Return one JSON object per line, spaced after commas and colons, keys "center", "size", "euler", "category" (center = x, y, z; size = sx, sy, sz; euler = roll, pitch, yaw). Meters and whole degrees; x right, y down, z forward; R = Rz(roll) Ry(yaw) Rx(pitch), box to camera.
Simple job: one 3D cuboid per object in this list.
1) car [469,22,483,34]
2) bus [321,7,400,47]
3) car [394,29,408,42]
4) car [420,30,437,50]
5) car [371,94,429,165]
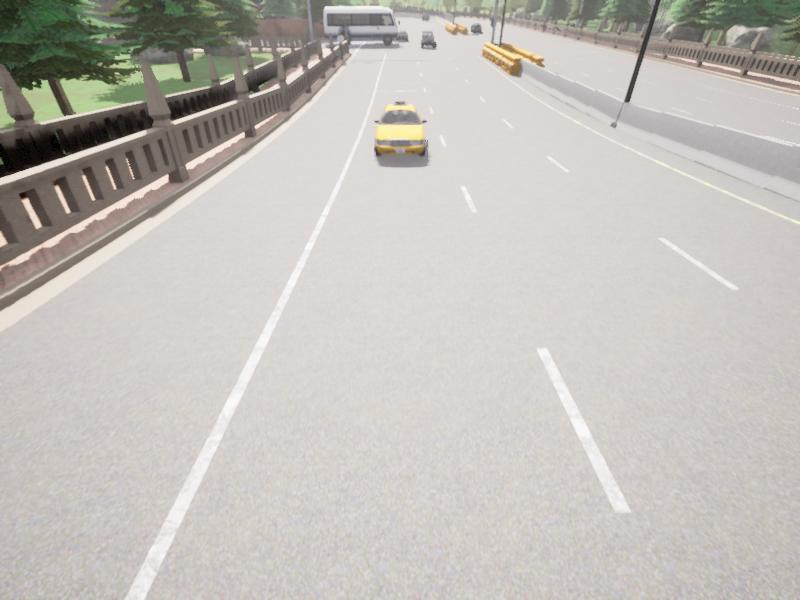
{"center": [14.306, -51.364, 75.561], "size": [1.851, 1.617, 3.988], "euler": [0, 37, 0], "category": "car"}
{"center": [-5.247, -37.468, 54.872], "size": [10.273, 4.253, 3.944], "euler": [-3, 37, -4], "category": "bus"}
{"center": [0.219, -40.452, 61.241], "size": [1.994, 1.385, 4.181], "euler": [1, 37, 1], "category": "car"}
{"center": [3.645, -33.555, 51.631], "size": [1.905, 1.878, 3.866], "euler": [0, 37, 0], "category": "car"}
{"center": [0.007, -6.599, 15.095], "size": [1.801, 1.575, 5.366], "euler": [0, 33, 0], "category": "car"}
